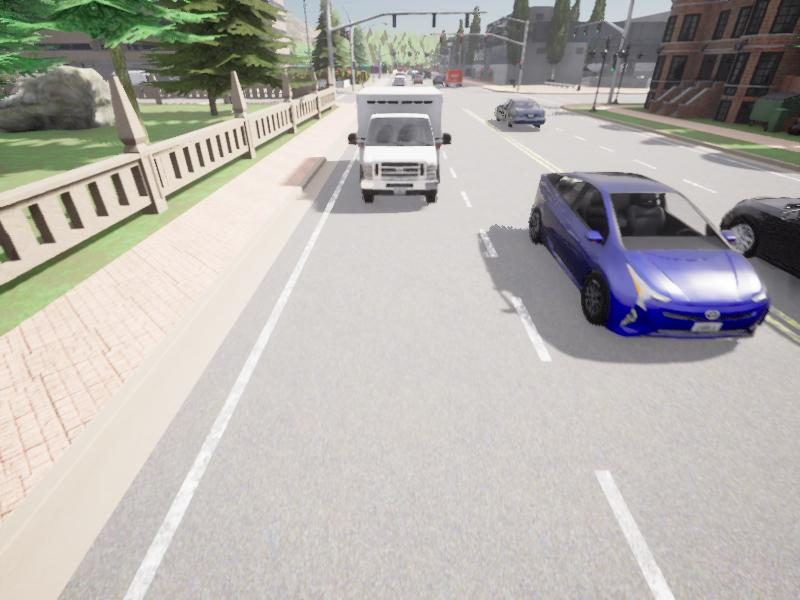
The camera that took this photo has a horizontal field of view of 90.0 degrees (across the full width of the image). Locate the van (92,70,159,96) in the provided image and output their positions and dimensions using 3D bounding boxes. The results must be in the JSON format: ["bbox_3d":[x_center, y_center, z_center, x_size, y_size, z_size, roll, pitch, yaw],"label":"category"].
[{"bbox_3d":[-32.367,-25.699,47.354,5.915,2.561,1.988,0,30,0],"label":"van"}]

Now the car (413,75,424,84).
[{"bbox_3d":[3.495,-42.446,76.989,1.845,1.501,3.633,0,30,0],"label":"car"}]

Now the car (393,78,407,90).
[{"bbox_3d":[-0.006,-32.688,60.469,2.033,1.411,5.357,0,30,0],"label":"car"}]

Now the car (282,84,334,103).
[{"bbox_3d":[-8.778,-19.924,38.535,4.514,1.525,2.007,0,30,0],"label":"car"}]

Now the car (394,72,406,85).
[{"bbox_3d":[-0.004,-42.264,76.212,2.150,2.045,5.566,0,30,0],"label":"car"}]

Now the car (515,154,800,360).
[{"bbox_3d":[3.494,-1.086,6.343,2.007,1.525,4.514,0,30,0],"label":"car"}]

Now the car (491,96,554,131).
[{"bbox_3d":[6.997,-11.072,23.542,2.033,1.411,5.357,0,30,0],"label":"car"}]

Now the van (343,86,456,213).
[{"bbox_3d":[-0.008,-4.753,11.717,2.351,2.431,6.366,0,30,0],"label":"van"}]

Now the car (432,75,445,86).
[{"bbox_3d":[6.996,-40.299,73.243,2.033,1.649,4.856,0,30,0],"label":"car"}]

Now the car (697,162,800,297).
[{"bbox_3d":[6.993,-0.687,5.695,1.837,1.490,4.892,0,30,0],"label":"car"}]

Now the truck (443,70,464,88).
[{"bbox_3d":[8.738,-36.393,65.750,2.627,2.467,5.204,0,30,0],"label":"truck"}]
